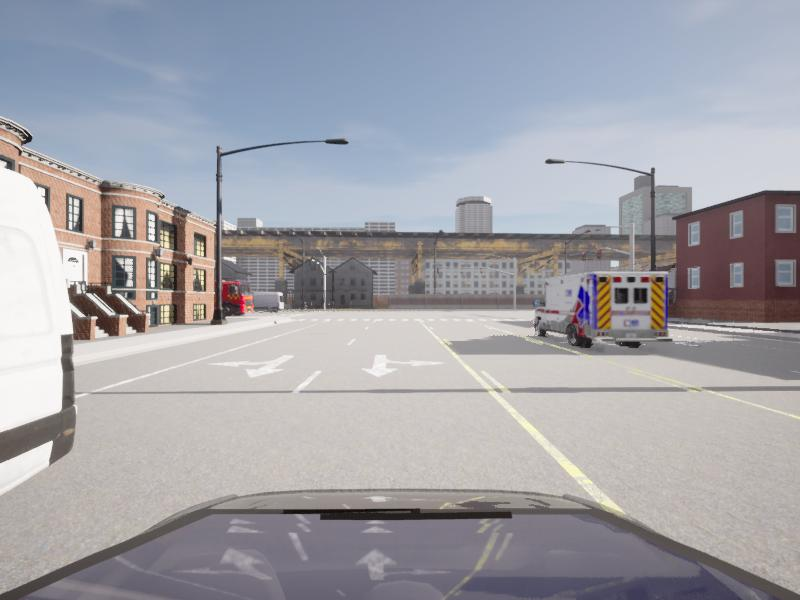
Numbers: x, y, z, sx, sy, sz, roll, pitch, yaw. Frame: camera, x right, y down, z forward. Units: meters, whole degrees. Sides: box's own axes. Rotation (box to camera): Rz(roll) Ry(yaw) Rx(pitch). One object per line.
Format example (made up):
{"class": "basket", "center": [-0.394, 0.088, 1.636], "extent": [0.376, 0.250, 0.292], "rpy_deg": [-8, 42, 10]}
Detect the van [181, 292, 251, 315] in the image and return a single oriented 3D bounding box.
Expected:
{"class": "van", "center": [-19.605, 0.378, 42.873], "extent": [6.366, 2.431, 2.351], "rpy_deg": [0, 0, 0]}

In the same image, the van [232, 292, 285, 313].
{"class": "van", "center": [-17.585, 0.322, 49.771], "extent": [5.915, 2.561, 1.988], "rpy_deg": [0, 0, 1]}

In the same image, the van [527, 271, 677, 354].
{"class": "van", "center": [6.936, 0.378, 14.928], "extent": [2.351, 2.431, 6.366], "rpy_deg": [0, 0, 0]}

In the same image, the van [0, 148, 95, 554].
{"class": "van", "center": [-3.510, 0.322, 0.351], "extent": [1.988, 2.561, 5.915], "rpy_deg": [0, 0, 0]}

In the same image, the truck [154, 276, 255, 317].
{"class": "truck", "center": [-19.040, -0.321, 39.318], "extent": [8.468, 3.827, 2.891], "rpy_deg": [0, 0, 0]}
